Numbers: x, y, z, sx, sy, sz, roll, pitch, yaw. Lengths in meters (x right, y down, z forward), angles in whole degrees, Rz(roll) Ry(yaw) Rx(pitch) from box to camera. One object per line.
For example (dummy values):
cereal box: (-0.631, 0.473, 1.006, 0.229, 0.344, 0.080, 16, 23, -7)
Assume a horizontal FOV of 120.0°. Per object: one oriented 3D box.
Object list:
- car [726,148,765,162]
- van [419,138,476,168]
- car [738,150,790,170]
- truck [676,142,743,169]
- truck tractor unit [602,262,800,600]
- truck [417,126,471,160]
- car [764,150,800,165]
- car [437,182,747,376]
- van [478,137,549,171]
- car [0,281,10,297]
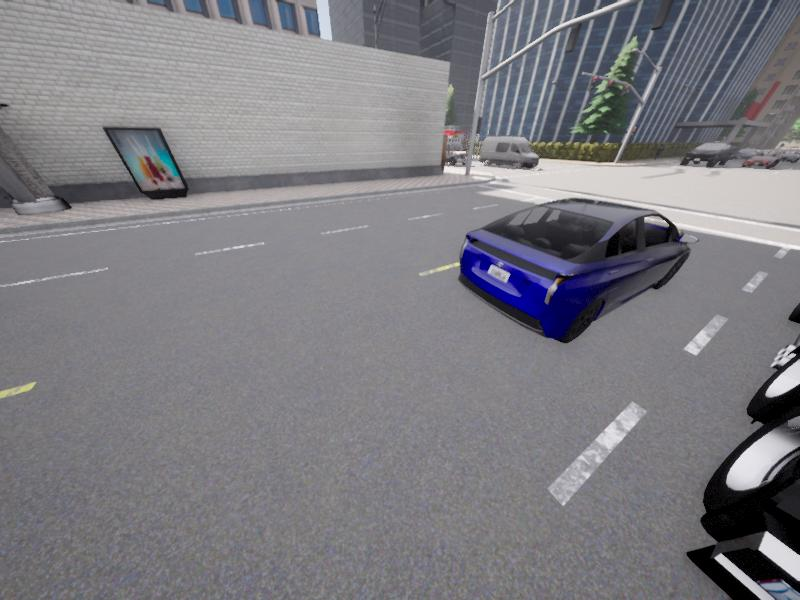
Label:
car: (47.239, -19.852, 31.570, 4.674, 1.442, 1.812, -18, 39, -24)
van: (4.964, -16.307, 25.423, 2.351, 2.431, 6.366, -18, 39, -24)
car: (36.290, -13.981, 23.035, 4.193, 1.474, 1.816, -18, 39, -24)
truck: (32.934, -15.453, 24.576, 6.274, 2.098, 2.390, -18, 39, -24)
truck tractor unit: (5.108, -0.303, 0.790, 6.516, 4.208, 3.053, -18, 39, -24)
truck: (6.201, -23.644, 34.747, 2.891, 3.827, 8.468, -18, 39, -24)
car: (47.354, -17.550, 28.330, 4.181, 1.385, 1.994, -18, 39, -24)
car: (3.120, -0.868, 3.930, 4.514, 1.525, 2.007, -18, 39, -24)
van: (10.862, -14.563, 22.861, 1.988, 2.561, 5.915, -19, 39, -25)
car: (-8.850, 0.357, 1.632, 5.566, 2.045, 2.150, -20, 40, -27)
